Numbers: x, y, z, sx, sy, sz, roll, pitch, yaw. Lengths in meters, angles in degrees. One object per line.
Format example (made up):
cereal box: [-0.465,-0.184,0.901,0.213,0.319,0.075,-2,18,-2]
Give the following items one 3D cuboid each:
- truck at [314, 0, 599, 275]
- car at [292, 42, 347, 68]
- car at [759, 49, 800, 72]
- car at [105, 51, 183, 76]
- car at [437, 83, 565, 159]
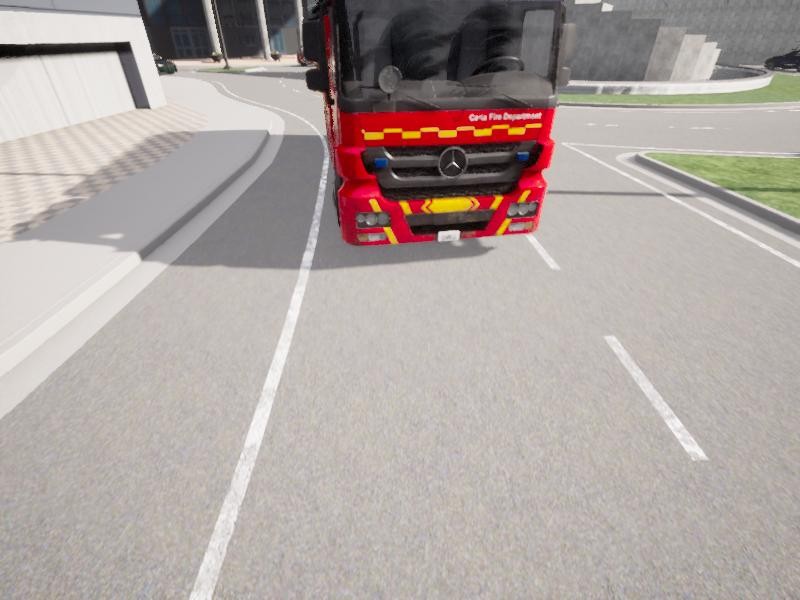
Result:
truck: [-0.082,-4.384,8.103,2.891,3.827,8.468,-6,34,-9]
car: [-7.935,-24.701,40.249,2.150,2.045,5.566,17,37,25]
car: [35.361,-21.307,35.549,2.033,1.649,4.856,-4,34,-7]
car: [-20.450,-18.981,32.108,4.974,1.542,2.038,8,34,12]
car: [2.756,-5.562,12.093,1.994,1.385,4.181,-7,34,-11]
